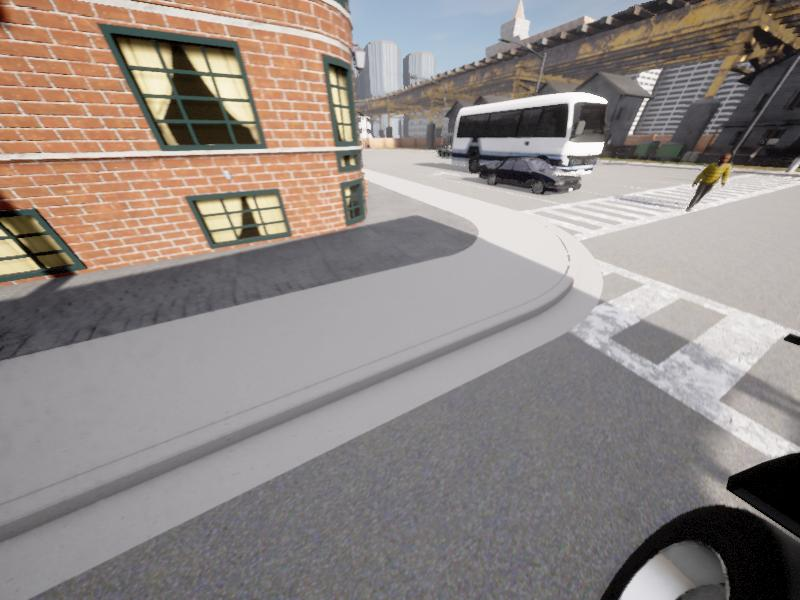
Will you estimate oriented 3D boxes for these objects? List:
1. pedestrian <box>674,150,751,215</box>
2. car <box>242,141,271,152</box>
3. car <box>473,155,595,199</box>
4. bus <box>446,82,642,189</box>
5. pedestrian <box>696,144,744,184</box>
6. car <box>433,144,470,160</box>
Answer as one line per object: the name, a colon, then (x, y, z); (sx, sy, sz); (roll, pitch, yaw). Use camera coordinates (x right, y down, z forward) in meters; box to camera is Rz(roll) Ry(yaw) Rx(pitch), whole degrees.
pedestrian: (10.463, -3.982, 7.860); (0.751, 1.860, 0.751); (29, 44, 35)
car: (-36.560, -39.316, 59.122); (5.566, 2.045, 2.150); (-8, 36, -11)
car: (6.610, -6.740, 12.324); (2.033, 1.411, 5.357); (-16, 38, -21)
bus: (8.035, -10.915, 15.792); (3.944, 4.253, 10.273); (-16, 38, -21)
pedestrian: (18.150, -7.748, 13.152); (0.751, 1.860, 0.751); (-20, 39, -26)
car: (6.833, -20.038, 31.182); (1.930, 1.638, 5.238); (-16, 38, -21)
